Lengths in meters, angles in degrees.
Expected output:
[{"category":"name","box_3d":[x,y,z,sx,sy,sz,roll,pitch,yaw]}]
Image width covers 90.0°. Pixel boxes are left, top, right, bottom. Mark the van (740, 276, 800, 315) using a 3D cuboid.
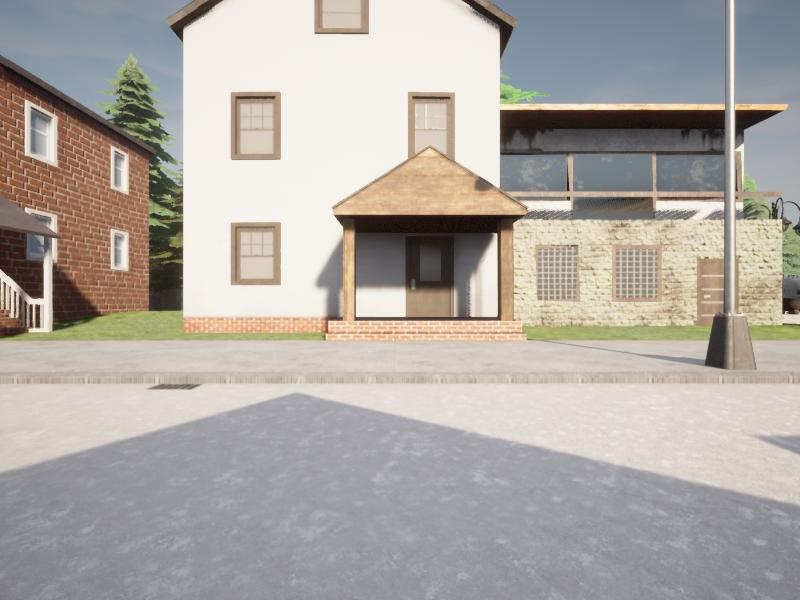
[{"category":"van","box_3d":[27.164,-0.276,27.788,1.988,2.561,5.915,1,0,0]}]
